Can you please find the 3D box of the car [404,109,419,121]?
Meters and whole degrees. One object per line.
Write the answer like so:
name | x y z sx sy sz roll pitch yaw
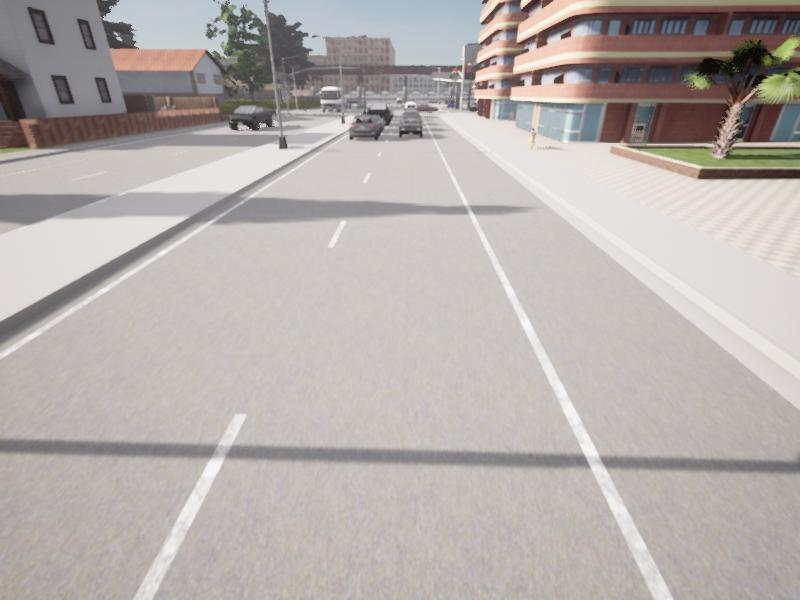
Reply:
car | 1.467 -24.458 52.829 1.895 1.301 4.718 1 27 1

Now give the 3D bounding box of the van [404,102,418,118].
van | 1.617 -28.311 59.503 2.069 2.038 4.480 1 27 1

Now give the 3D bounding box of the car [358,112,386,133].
car | -2.487 -16.420 36.906 2.038 1.542 4.974 1 27 1

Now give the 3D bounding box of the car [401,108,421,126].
car | 1.259 -20.909 45.563 2.152 1.651 5.027 1 27 1

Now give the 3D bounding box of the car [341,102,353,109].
car | -12.369 -45.562 93.740 1.994 1.385 4.181 1 27 1

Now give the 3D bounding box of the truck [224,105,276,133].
truck | -13.961 -17.213 37.773 2.390 2.098 6.274 1 27 1

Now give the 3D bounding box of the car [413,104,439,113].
car | 4.923 -35.898 74.949 4.674 1.442 1.812 4 27 8

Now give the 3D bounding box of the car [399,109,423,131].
car | 1.059 -17.328 38.403 2.097 1.767 4.553 1 27 1

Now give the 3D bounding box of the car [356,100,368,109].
car | -8.866 -45.744 93.676 2.097 1.767 4.553 1 27 1

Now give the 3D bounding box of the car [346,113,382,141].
car | -2.659 -13.373 30.822 2.242 1.667 4.611 1 27 1

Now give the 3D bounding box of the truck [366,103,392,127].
truck | -2.264 -20.669 44.558 2.390 2.098 6.274 1 27 1

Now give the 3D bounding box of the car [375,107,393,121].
car | -2.040 -24.434 52.506 2.038 1.542 4.974 1 27 1

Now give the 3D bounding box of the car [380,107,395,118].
car | -1.840 -27.967 59.640 1.895 1.301 4.718 1 27 1

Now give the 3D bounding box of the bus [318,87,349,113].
bus | -12.695 -38.743 77.325 3.944 4.253 10.273 1 27 1

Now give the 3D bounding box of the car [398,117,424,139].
car | 0.884 -13.955 32.382 1.895 1.301 4.718 1 27 1

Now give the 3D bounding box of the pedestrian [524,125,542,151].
pedestrian | 7.637 -9.335 23.024 0.751 1.300 0.751 5 28 10
